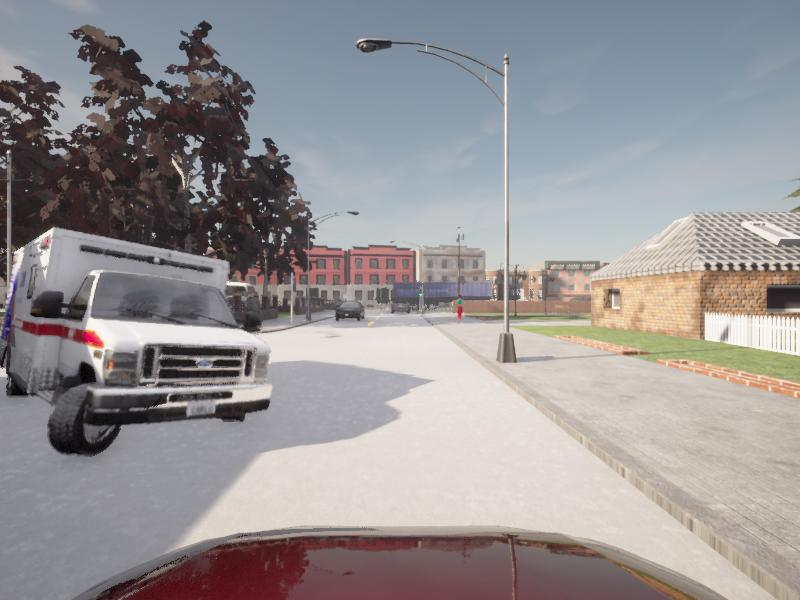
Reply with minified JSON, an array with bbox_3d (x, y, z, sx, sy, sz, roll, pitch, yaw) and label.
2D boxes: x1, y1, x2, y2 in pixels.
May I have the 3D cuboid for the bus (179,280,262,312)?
[{"bbox_3d":[-26.054,-0.547,58.497,10.273,4.253,3.944,2,0,0],"label":"bus"}]

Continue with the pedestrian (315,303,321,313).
[{"bbox_3d":[-9.213,0.914,44.909,0.500,1.100,0.500,0,0,0],"label":"pedestrian"}]

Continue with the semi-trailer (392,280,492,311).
[{"bbox_3d":[6.017,-0.616,58.382,14.254,4.402,2.717,0,0,0],"label":"semi-trailer"}]

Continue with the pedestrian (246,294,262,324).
[{"bbox_3d":[-9.072,0.534,24.872,0.751,1.860,0.751,0,0,-4],"label":"pedestrian"}]

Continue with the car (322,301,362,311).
[{"bbox_3d":[-8.342,0.895,57.830,5.357,1.411,2.033,0,0,12],"label":"car"}]

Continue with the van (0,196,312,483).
[{"bbox_3d":[-4.425,0.435,6.364,6.366,2.431,2.351,0,-7,41],"label":"van"}]

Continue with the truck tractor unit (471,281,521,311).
[{"bbox_3d":[13.929,-0.520,58.388,6.516,4.208,3.053,0,0,0],"label":"truck tractor unit"}]

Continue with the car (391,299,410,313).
[{"bbox_3d":[0.130,0.756,50.228,2.242,1.667,4.611,0,0,1],"label":"car"}]

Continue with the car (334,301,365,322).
[{"bbox_3d":[-3.932,0.823,32.016,1.882,1.535,5.008,0,0,0],"label":"car"}]

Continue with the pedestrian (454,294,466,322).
[{"bbox_3d":[3.981,0.533,26.501,0.751,1.860,0.751,0,0,13],"label":"pedestrian"}]
